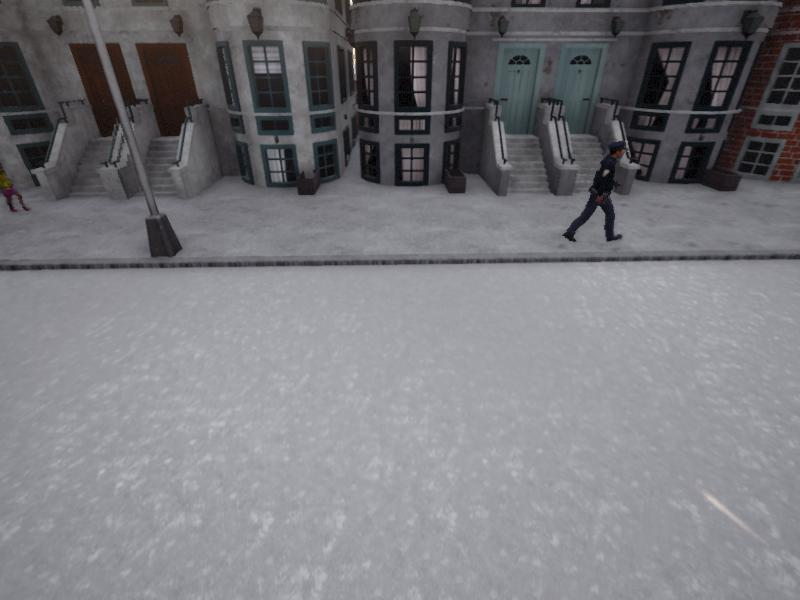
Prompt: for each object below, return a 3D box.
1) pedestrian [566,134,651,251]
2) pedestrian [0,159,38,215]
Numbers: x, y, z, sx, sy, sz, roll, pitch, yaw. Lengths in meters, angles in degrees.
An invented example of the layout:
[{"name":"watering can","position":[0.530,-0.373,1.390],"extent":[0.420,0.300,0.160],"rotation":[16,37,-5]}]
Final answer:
[{"name":"pedestrian","position":[3.649,-1.912,7.167],"extent":[0.751,1.860,0.751],"rotation":[3,30,5]},{"name":"pedestrian","position":[-8.847,-2.541,9.009],"extent":[0.500,1.100,0.500],"rotation":[-4,31,-7]}]
